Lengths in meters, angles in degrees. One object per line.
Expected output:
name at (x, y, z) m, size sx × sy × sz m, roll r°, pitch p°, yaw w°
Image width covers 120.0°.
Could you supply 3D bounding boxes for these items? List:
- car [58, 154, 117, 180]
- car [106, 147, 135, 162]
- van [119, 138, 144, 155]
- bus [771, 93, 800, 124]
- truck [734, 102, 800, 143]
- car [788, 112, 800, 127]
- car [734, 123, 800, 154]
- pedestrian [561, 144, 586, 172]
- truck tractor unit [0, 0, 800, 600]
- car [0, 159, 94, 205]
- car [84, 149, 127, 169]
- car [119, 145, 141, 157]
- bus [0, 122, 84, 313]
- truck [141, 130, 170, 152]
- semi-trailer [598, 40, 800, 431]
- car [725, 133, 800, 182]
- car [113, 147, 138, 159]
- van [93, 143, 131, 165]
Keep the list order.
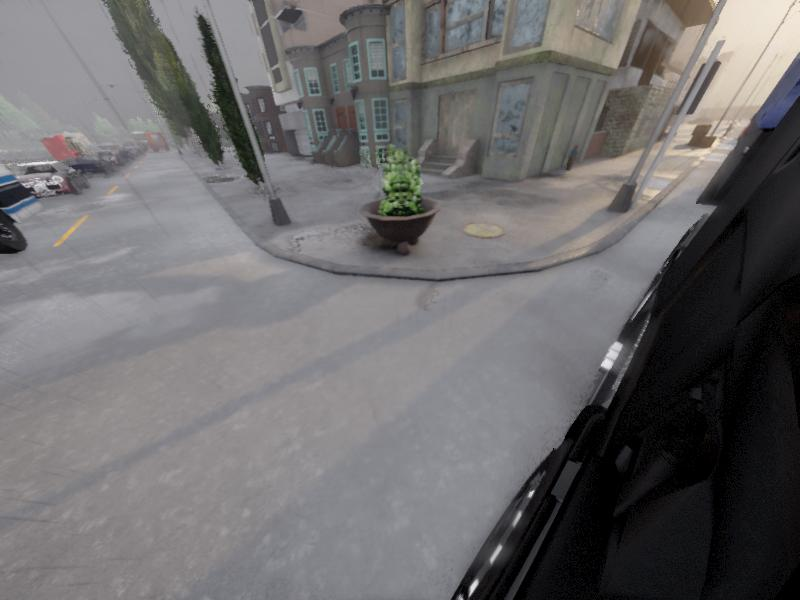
car at (-25.017, -10.829, 18.703) m, size 1.895 × 1.301 × 4.718 m, roll -28°, pitch 44°, yaw -30°
car at (-39.131, -20.531, 32.456) m, size 1.816 × 1.474 × 4.193 m, roll -28°, pitch 44°, yaw -30°
van at (-53.620, -30.841, 46.271) m, size 1.988 × 2.561 × 5.915 m, roll -28°, pitch 44°, yaw -30°
bus at (75.517, -36.223, 43.640) m, size 10.273 × 4.253 × 3.944 m, roll -28°, pitch 44°, yaw -30°
truck at (31.263, -14.854, 19.466) m, size 5.204 × 2.467 × 2.627 m, roll -27°, pitch 43°, yaw -31°
car at (59.465, -26.480, 33.832) m, size 5.238 × 1.638 × 1.930 m, roll -28°, pitch 44°, yaw -30°
car at (24.074, -10.576, 15.094) m, size 4.181 × 1.385 × 1.994 m, roll -28°, pitch 44°, yaw -30°
pedestrian at (8.370, -6.877, 11.183) m, size 0.500 × 1.100 × 0.500 m, roll -27°, pitch 43°, yaw -29°
truck tractor unit at (2.645, -0.295, 0.351) m, size 6.516 × 4.208 × 3.053 m, roll -28°, pitch 44°, yaw -30°
car at (-18.227, -6.254, 11.987) m, size 1.970 × 1.475 × 3.806 m, roll -28°, pitch 44°, yaw -30°
car at (-31.000, -14.981, 24.497) m, size 1.970 × 1.475 × 3.806 m, roll -28°, pitch 44°, yaw -30°
car at (-48.190, -26.700, 41.325) m, size 1.812 × 1.442 × 4.674 m, roll -28°, pitch 44°, yaw -30°
bus at (-9.436, -1.504, 2.738) m, size 3.944 × 4.253 × 10.273 m, roll -29°, pitch 44°, yaw -30°
truck at (-55.620, -36.423, 52.825) m, size 2.891 × 3.827 × 8.468 m, roll -28°, pitch 44°, yaw -30°
semi-trailer at (8.691, -3.611, 4.233) m, size 14.254 × 4.402 × 2.717 m, roll -28°, pitch 44°, yaw -30°
car at (16.036, -6.243, 9.884) m, size 4.718 × 1.301 × 1.895 m, roll -28°, pitch 44°, yaw -30°
car at (-43.099, -23.168, 36.393) m, size 1.895 × 1.301 × 4.718 m, roll -28°, pitch 44°, yaw -30°
van at (-34.920, -17.853, 28.170) m, size 1.775 × 1.987 × 4.442 m, roll -28°, pitch 44°, yaw -30°
